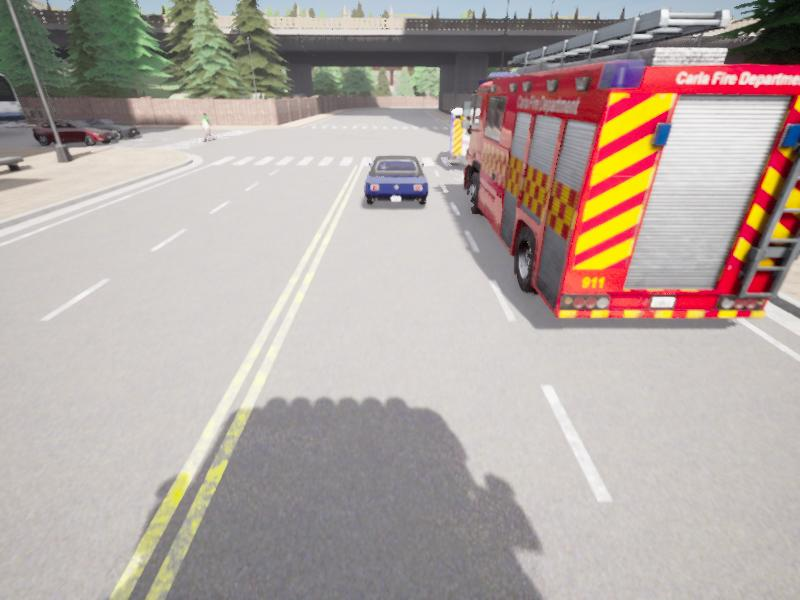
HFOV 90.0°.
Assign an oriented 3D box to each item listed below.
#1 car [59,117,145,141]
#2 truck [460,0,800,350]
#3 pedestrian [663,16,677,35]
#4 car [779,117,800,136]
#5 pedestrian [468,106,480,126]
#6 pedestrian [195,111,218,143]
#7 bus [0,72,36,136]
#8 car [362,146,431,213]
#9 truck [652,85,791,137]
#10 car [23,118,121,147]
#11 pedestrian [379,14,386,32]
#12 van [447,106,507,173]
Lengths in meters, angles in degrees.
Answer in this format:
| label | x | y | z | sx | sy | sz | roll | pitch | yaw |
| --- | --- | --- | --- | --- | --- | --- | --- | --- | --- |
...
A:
| label | x | y | z | sx | sy | sz | roll | pitch | yaw |
| --- | --- | --- | --- | --- | --- | --- | --- | --- | --- |
| car | -20.684 | -11.975 | 27.966 | 4.181 | 1.385 | 1.994 | -1 | 27 | -2 |
| truck | 3.440 | -2.974 | 8.275 | 2.891 | 3.827 | 8.468 | 0 | 27 | -1 |
| pedestrian | 34.520 | -35.166 | 51.237 | 0.751 | 1.860 | 0.751 | 0 | 27 | -1 |
| car | 36.976 | -15.121 | 34.940 | 5.357 | 1.411 | 2.033 | 0 | 27 | -1 |
| pedestrian | 7.501 | -18.636 | 40.546 | 0.751 | 1.860 | 0.751 | -6 | 28 | -13 |
| pedestrian | -12.881 | -11.547 | 26.663 | 0.751 | 1.860 | 0.751 | 13 | 30 | 23 |
| bus | -34.856 | -14.586 | 29.673 | 10.273 | 4.253 | 3.944 | -3 | 27 | -7 |
| car | -0.116 | -4.159 | 13.287 | 1.895 | 1.301 | 4.718 | 0 | 27 | -1 |
| truck | 27.137 | -16.220 | 34.269 | 8.468 | 3.827 | 2.891 | 0 | 27 | -1 |
| car | -20.228 | -10.428 | 24.850 | 4.193 | 1.474 | 1.816 | 0 | 27 | -1 |
| pedestrian | -2.216 | -35.145 | 50.757 | 0.751 | 1.860 | 0.751 | 0 | 27 | -1 |
| van | 3.864 | -8.205 | 19.931 | 2.351 | 2.431 | 6.366 | 5 | 29 | 10 |
